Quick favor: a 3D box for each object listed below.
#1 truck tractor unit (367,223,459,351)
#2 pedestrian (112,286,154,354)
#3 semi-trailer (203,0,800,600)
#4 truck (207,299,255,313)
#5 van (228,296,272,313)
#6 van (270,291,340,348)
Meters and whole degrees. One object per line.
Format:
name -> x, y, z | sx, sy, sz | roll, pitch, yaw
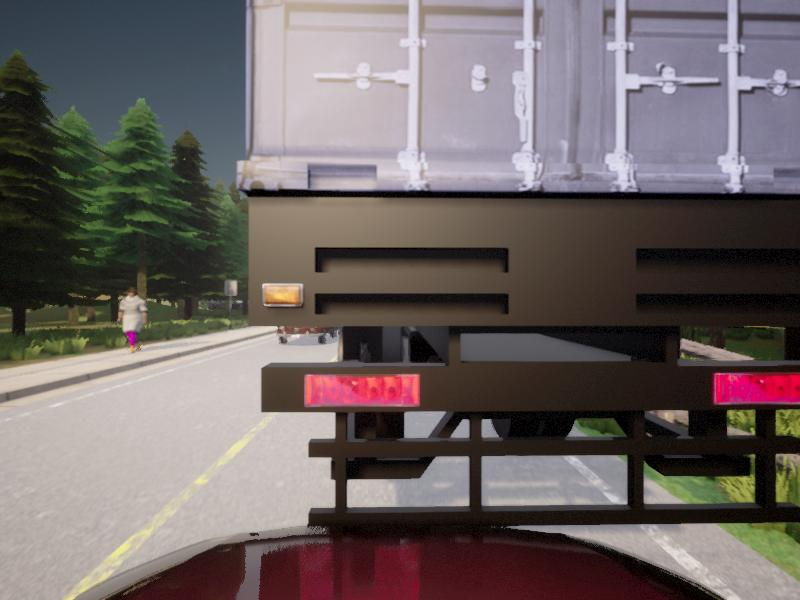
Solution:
truck tractor unit -> 0.255, -0.443, 16.468 | 3.053, 4.208, 6.516 | 0, 0, -3
pedestrian -> -7.568, 0.544, 11.372 | 0.751, 1.860, 0.751 | 0, 0, -7
semi-trailer -> 0.510, -0.577, 8.563 | 2.717, 4.402, 14.254 | 0, 0, -1
truck -> -24.934, 0.855, 59.164 | 6.274, 2.098, 2.390 | 0, -1, 11
van -> -23.302, 0.706, 62.244 | 6.366, 2.431, 2.351 | 0, -1, 18
van -> -3.626, 0.680, 16.046 | 1.775, 1.987, 4.442 | 0, 0, -1
